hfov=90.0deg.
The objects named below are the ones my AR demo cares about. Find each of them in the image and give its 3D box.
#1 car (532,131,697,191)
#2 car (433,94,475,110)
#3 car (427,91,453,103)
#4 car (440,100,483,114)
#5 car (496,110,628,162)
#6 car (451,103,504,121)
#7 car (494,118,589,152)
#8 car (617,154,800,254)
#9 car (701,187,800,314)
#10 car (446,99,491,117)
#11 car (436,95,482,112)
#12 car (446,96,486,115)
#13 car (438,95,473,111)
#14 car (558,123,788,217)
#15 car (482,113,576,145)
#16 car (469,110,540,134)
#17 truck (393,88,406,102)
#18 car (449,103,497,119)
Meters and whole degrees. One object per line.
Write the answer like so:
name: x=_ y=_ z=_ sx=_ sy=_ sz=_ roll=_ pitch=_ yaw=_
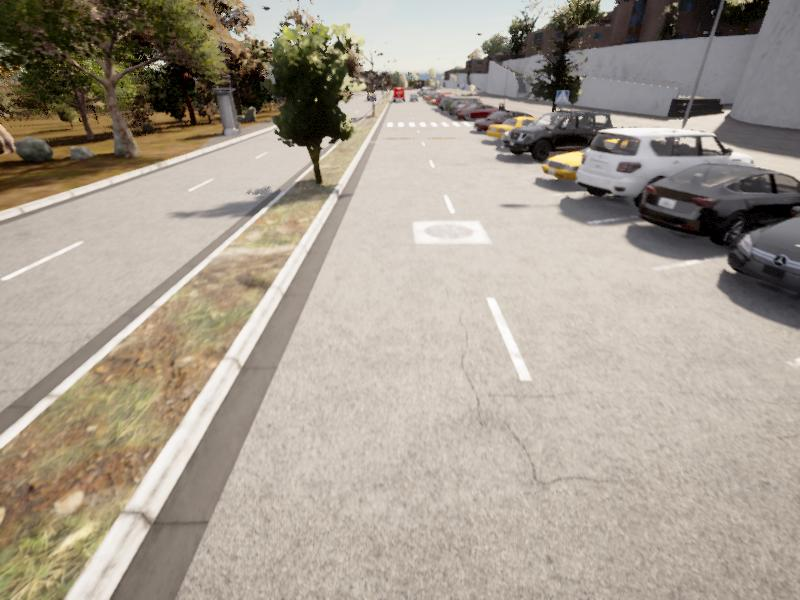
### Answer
car: x=7.865 y=-5.239 z=14.779 sx=5.366 sy=1.575 sz=1.946 roll=-9 pitch=30 yaw=-18
car: x=7.982 y=-29.561 z=59.614 sx=5.566 sy=2.045 sz=2.435 roll=-9 pitch=30 yaw=-18
car: x=7.813 y=-39.507 z=77.913 sx=4.442 sy=1.987 sz=1.878 roll=-10 pitch=31 yaw=-18
car: x=7.962 y=-25.094 z=51.838 sx=4.892 sy=1.521 sz=2.231 roll=-9 pitch=30 yaw=-18
car: x=8.003 y=-8.291 z=20.013 sx=5.566 sy=2.045 sz=2.435 roll=-9 pitch=30 yaw=-18
car: x=7.962 y=-19.403 z=41.312 sx=4.792 sy=1.488 sz=2.163 roll=-9 pitch=30 yaw=-18
car: x=8.027 y=-9.458 z=22.813 sx=4.674 sy=1.452 sz=2.002 roll=-9 pitch=30 yaw=-18
car: x=8.072 y=-2.451 z=9.549 sx=4.792 sy=1.488 sz=2.163 roll=-9 pitch=29 yaw=-18
car: x=8.053 y=-1.037 z=6.875 sx=4.674 sy=1.452 sz=2.002 roll=-9 pitch=29 yaw=-18
car: x=7.950 y=-22.377 z=46.515 sx=4.553 sy=1.767 sz=2.185 roll=-9 pitch=30 yaw=-18
car: x=7.940 y=-26.721 z=54.333 sx=5.566 sy=2.045 sz=2.435 roll=-9 pitch=30 yaw=-18
car: x=8.083 y=-23.901 z=49.142 sx=4.442 sy=1.987 sz=1.878 roll=-9 pitch=30 yaw=-18
car: x=7.852 y=-28.098 z=56.946 sx=4.442 sy=1.987 sz=1.878 roll=-9 pitch=30 yaw=-18
car: x=8.068 y=-4.093 z=12.075 sx=5.566 sy=2.045 sz=2.435 roll=-9 pitch=29 yaw=-18
car: x=8.189 y=-10.945 z=25.503 sx=5.366 sy=1.575 sz=1.946 roll=-9 pitch=29 yaw=-18
car: x=7.982 y=-13.719 z=30.737 sx=4.792 sy=1.488 sz=2.163 roll=-9 pitch=30 yaw=-18
truck: x=-0.164 y=-42.467 z=82.821 sx=2.627 sy=2.467 sz=5.204 roll=0 pitch=29 yaw=0
car: x=7.978 y=-20.823 z=43.975 sx=4.674 sy=1.452 sz=2.002 roll=-9 pitch=30 yaw=-18
